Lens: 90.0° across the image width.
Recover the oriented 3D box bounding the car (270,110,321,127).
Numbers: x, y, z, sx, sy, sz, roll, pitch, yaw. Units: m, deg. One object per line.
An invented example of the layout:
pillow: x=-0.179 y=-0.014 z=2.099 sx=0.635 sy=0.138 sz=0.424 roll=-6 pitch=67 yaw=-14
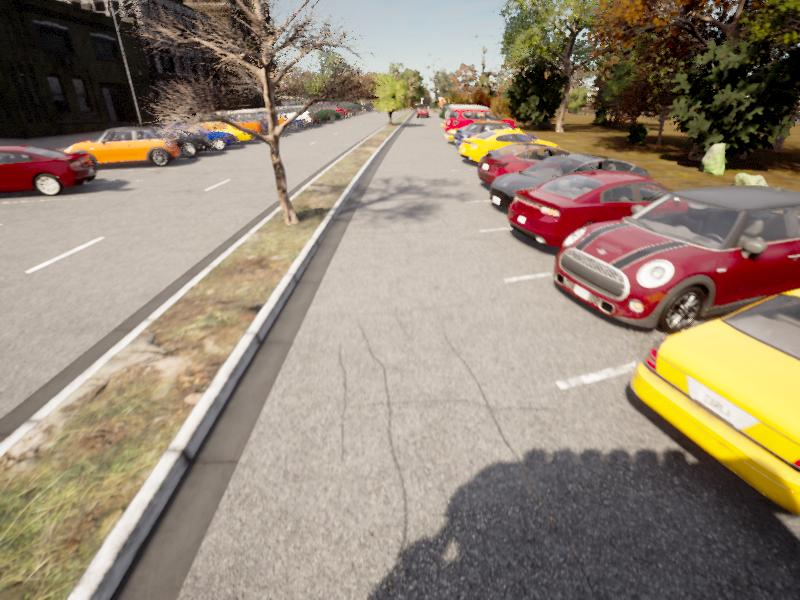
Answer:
car: x=-11.208 y=-19.408 z=42.720 sx=5.008 sy=1.535 sz=2.097 roll=-8 pitch=28 yaw=-14

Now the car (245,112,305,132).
car: x=-11.611 y=-16.670 z=37.385 sx=5.008 sy=1.535 sz=2.097 roll=-8 pitch=28 yaw=-14

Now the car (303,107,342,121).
car: x=-10.370 y=-24.865 z=53.414 sx=4.792 sy=1.488 sz=2.163 roll=-8 pitch=28 yaw=-14

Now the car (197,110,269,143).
car: x=-12.094 y=-12.773 z=29.295 sx=4.442 sy=1.987 sz=1.878 roll=-8 pitch=28 yaw=-14

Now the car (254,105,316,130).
car: x=-11.435 y=-18.257 z=39.927 sx=5.566 sy=2.045 sz=2.435 roll=-8 pitch=28 yaw=-14

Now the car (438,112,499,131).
car: x=6.512 y=-17.067 z=38.190 sx=5.366 sy=1.575 sz=1.946 roll=-7 pitch=28 yaw=-15

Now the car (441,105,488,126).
car: x=6.977 y=-19.987 z=43.390 sx=4.442 sy=1.987 sz=1.878 roll=-7 pitch=29 yaw=-15

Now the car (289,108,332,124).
car: x=-10.774 y=-22.126 z=48.078 sx=4.792 sy=1.488 sz=2.163 roll=-8 pitch=28 yaw=-14

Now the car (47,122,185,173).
car: x=-12.866 y=-7.167 z=18.590 sx=4.553 sy=1.767 sz=2.185 roll=-9 pitch=28 yaw=-15

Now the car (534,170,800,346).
car: x=4.934 y=-0.950 z=6.553 sx=4.553 sy=1.767 sz=2.185 roll=-8 pitch=29 yaw=-17

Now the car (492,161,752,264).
car: x=4.963 y=-2.190 z=9.239 sx=5.008 sy=1.535 sz=2.097 roll=-8 pitch=28 yaw=-17

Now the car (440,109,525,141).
car: x=6.134 y=-13.246 z=30.212 sx=5.566 sy=2.045 sz=2.435 roll=-7 pitch=28 yaw=-15

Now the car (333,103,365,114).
car: x=-9.095 y=-34.500 z=72.060 sx=5.366 sy=1.575 sz=1.946 roll=-8 pitch=29 yaw=-14

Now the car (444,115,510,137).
car: x=6.271 y=-14.342 z=32.960 sx=4.792 sy=1.488 sz=2.163 roll=-7 pitch=29 yaw=-15

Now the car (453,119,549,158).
car: x=5.546 y=-9.062 z=22.341 sx=4.553 sy=1.767 sz=2.185 roll=-7 pitch=28 yaw=-15

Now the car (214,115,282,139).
car: x=-12.035 y=-13.895 z=32.045 sx=4.792 sy=1.488 sz=2.163 roll=-8 pitch=28 yaw=-14

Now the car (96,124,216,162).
car: x=-12.724 y=-8.430 z=21.332 sx=4.892 sy=1.521 sz=2.231 roll=-9 pitch=28 yaw=-15

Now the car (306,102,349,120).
car: x=-10.171 y=-26.486 z=55.958 sx=5.566 sy=2.045 sz=2.435 roll=-8 pitch=28 yaw=-14

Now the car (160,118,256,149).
car: x=-12.567 y=-11.154 z=26.638 sx=5.366 sy=1.575 sz=1.946 roll=-8 pitch=28 yaw=-14

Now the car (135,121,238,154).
car: x=-12.579 y=-9.808 z=24.015 sx=5.008 sy=1.535 sz=2.097 roll=-9 pitch=28 yaw=-15

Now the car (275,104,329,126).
car: x=-11.032 y=-20.995 z=45.260 sx=5.566 sy=2.045 sz=2.435 roll=-8 pitch=28 yaw=-14

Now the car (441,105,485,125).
car: x=7.173 y=-21.344 z=46.032 sx=4.442 sy=1.987 sz=1.878 roll=-7 pitch=29 yaw=-15

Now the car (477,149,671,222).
car: x=5.028 y=-3.509 z=11.871 sx=4.792 sy=1.488 sz=2.163 roll=-8 pitch=29 yaw=-16

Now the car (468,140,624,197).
car: x=5.192 y=-4.875 z=14.531 sx=4.792 sy=1.488 sz=2.163 roll=-8 pitch=28 yaw=-16

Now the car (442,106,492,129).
car: x=6.781 y=-18.629 z=40.746 sx=4.442 sy=1.987 sz=1.878 roll=-7 pitch=28 yaw=-15

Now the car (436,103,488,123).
car: x=7.510 y=-22.742 z=48.704 sx=5.566 sy=2.045 sz=2.435 roll=-7 pitch=28 yaw=-15

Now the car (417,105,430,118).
car: x=3.536 y=-28.620 z=60.611 sx=1.851 sy=1.617 sz=3.988 roll=2 pitch=27 yaw=3

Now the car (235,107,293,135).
car: x=-11.701 y=-15.518 z=34.644 sx=4.442 sy=1.987 sz=1.878 roll=-8 pitch=28 yaw=-14

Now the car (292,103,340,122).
car: x=-10.578 y=-23.746 z=50.620 sx=5.566 sy=2.045 sz=2.435 roll=-8 pitch=28 yaw=-14

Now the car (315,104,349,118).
car: x=-9.955 y=-27.739 z=58.674 sx=4.553 sy=1.767 sz=2.185 roll=-8 pitch=28 yaw=-14

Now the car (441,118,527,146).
car: x=5.741 y=-11.641 z=27.625 sx=5.366 sy=1.575 sz=1.946 roll=-7 pitch=29 yaw=-15

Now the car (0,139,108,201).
car: x=-13.143 y=-4.298 z=13.273 sx=5.008 sy=1.535 sz=2.097 roll=-9 pitch=29 yaw=-16

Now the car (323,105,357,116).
car: x=-9.565 y=-30.370 z=64.074 sx=5.008 sy=1.535 sz=2.097 roll=-8 pitch=28 yaw=-14

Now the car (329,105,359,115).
car: x=-9.346 y=-31.715 z=66.776 sx=4.674 sy=1.452 sz=2.002 roll=-8 pitch=28 yaw=-14

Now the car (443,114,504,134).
car: x=6.521 y=-15.709 z=35.623 sx=4.792 sy=1.488 sz=2.163 roll=-7 pitch=28 yaw=-15

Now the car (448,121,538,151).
car: x=5.734 y=-10.307 z=25.042 sx=4.892 sy=1.521 sz=2.231 roll=-7 pitch=28 yaw=-15

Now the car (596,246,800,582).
car: x=5.025 y=0.488 z=4.027 sx=5.366 sy=1.575 sz=1.946 roll=-8 pitch=28 yaw=-17

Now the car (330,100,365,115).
car: x=-9.159 y=-33.349 z=69.303 sx=5.566 sy=2.045 sz=2.435 roll=-8 pitch=28 yaw=-14

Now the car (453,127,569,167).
car: x=5.412 y=-7.601 z=19.772 sx=5.008 sy=1.535 sz=2.097 roll=-7 pitch=28 yaw=-15
